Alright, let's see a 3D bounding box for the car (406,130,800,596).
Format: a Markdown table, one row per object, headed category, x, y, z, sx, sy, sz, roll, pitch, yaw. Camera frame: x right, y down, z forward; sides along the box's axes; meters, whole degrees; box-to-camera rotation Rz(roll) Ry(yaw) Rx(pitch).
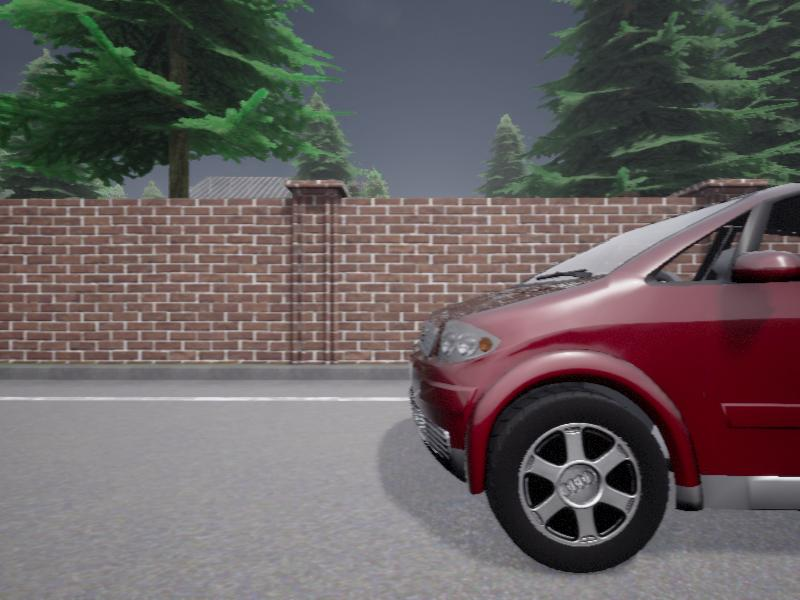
| category | x | y | z | sx | sy | sz | roll | pitch | yaw |
| --- | --- | --- | --- | --- | --- | --- | --- | --- | --- |
| car | 1.903 | 0.218 | 2.228 | 3.705 | 1.549 | 1.789 | 0 | 0 | 0 |
